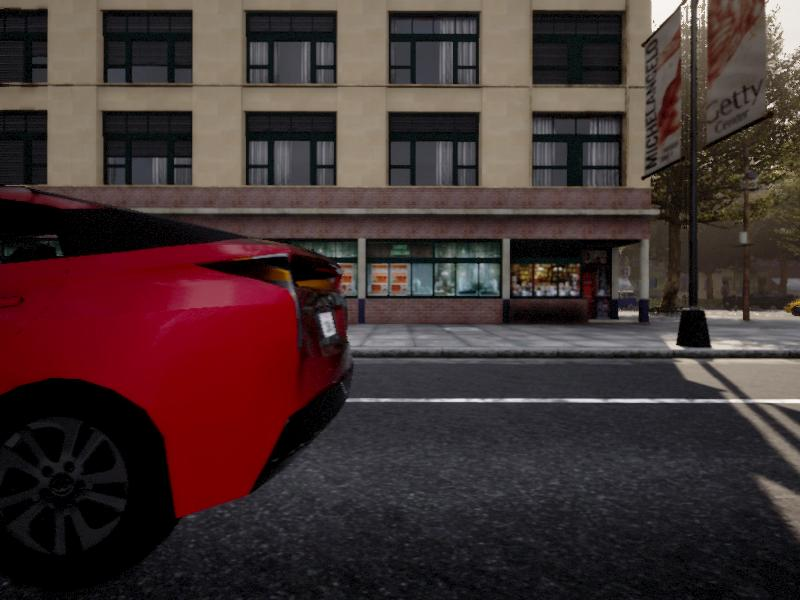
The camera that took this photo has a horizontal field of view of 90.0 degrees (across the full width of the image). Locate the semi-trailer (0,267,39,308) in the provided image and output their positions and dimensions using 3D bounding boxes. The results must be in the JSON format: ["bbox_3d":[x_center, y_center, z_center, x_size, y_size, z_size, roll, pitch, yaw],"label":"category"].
[{"bbox_3d":[-43.736,-1.332,39.992,2.717,4.402,14.254,0,0,-2],"label":"semi-trailer"}]

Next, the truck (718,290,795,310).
[{"bbox_3d":[38.839,0.044,43.675,6.274,2.098,2.390,0,0,0],"label":"truck"}]

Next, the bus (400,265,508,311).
[{"bbox_3d":[5.184,-1.126,40.296,10.273,4.253,3.944,1,0,0],"label":"bus"}]

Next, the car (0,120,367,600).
[{"bbox_3d":[-2.527,0.222,2.201,4.514,1.525,2.007,0,0,0],"label":"car"}]

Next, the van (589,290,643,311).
[{"bbox_3d":[21.630,0.057,40.190,4.442,1.987,1.775,0,0,0],"label":"van"}]

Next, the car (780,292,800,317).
[{"bbox_3d":[25.556,0.269,23.255,1.801,1.575,5.366,0,0,-1],"label":"car"}]
